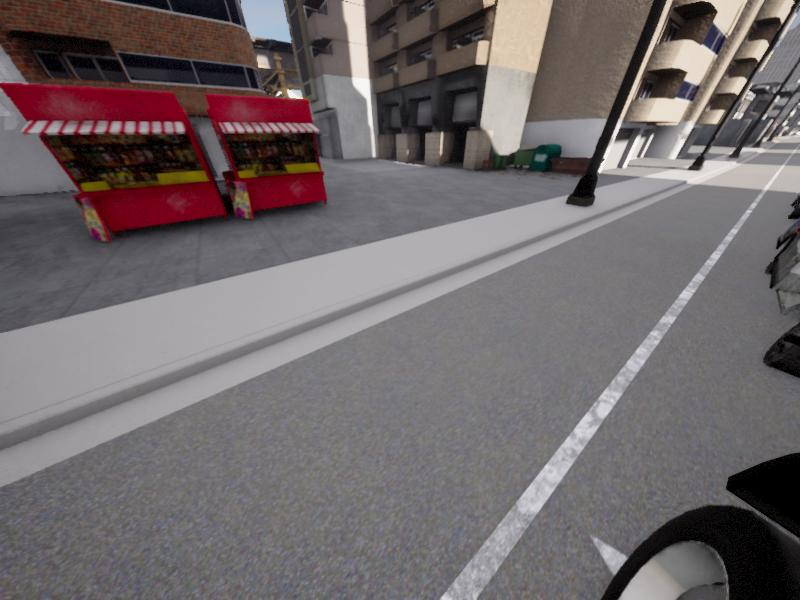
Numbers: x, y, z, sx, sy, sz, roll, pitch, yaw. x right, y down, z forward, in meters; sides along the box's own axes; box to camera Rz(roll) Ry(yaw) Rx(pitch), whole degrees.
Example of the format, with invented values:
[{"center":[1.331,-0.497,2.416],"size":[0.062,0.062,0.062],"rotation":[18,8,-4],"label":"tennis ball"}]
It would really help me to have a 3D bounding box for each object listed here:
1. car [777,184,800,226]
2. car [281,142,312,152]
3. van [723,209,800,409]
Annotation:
[{"center":[14.922,-3.462,7.531],"size":[4.902,1.511,2.128],"rotation":[-22,40,-28],"label":"car"},{"center":[-21.070,-31.412,47.365],"size":[5.238,1.638,1.930],"rotation":[-23,40,-27],"label":"car"},{"center":[7.008,-0.628,2.713],"size":[6.366,2.431,2.351],"rotation":[-22,40,-29],"label":"van"}]
